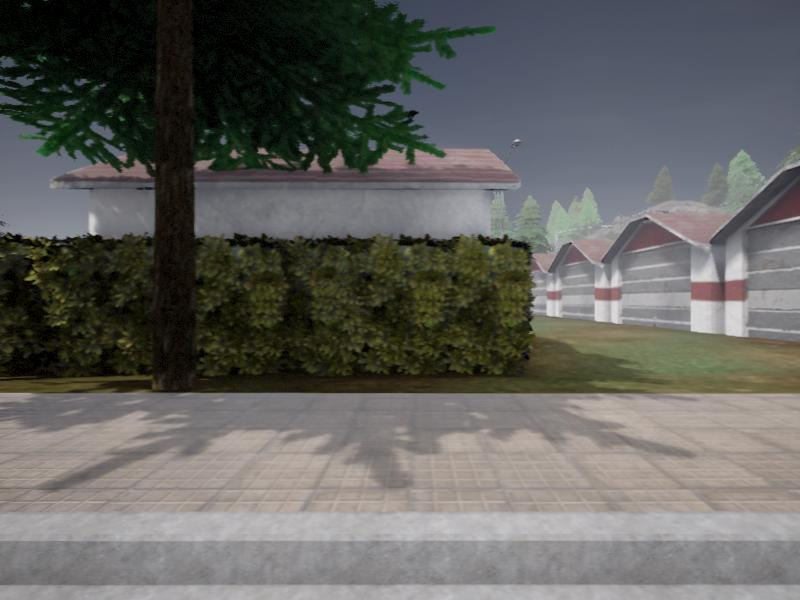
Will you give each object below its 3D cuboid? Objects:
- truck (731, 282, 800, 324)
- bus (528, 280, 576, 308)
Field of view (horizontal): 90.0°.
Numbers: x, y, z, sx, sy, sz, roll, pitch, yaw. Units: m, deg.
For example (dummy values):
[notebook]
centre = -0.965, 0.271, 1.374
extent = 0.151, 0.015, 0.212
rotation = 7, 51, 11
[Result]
[truck]
centre = 21.477, 0.146, 21.357
extent = 2.390, 2.098, 6.274
rotation = 0, 0, 0
[bus]
centre = 24.917, -0.932, 66.309
extent = 3.944, 4.253, 10.273
rotation = 0, 0, 0
